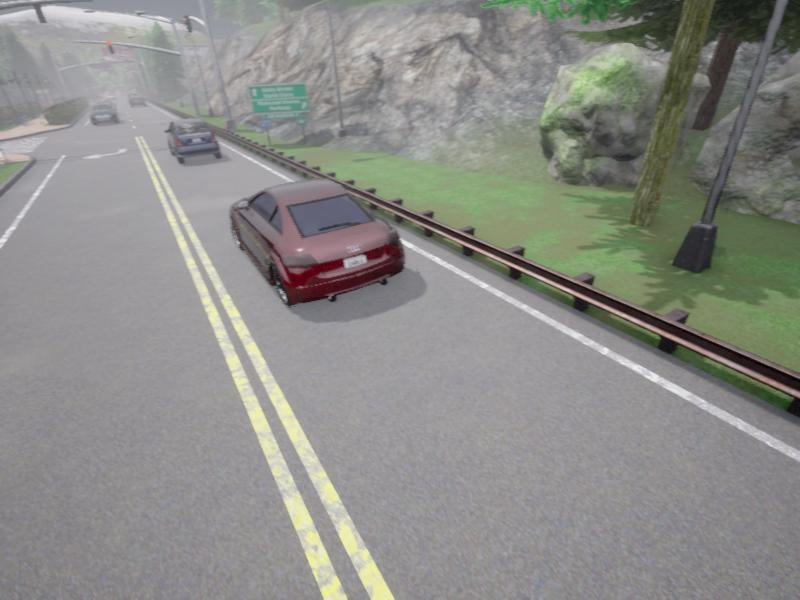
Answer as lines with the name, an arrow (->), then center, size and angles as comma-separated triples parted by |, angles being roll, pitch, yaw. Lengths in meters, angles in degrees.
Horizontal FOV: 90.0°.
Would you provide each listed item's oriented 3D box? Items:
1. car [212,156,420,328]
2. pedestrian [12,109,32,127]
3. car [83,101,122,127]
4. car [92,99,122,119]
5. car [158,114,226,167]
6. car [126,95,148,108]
car -> -1.671, -1.363, 6.982 | 1.994, 1.385, 4.181 | -19, 34, -26
pedestrian -> -33.056, -15.912, 34.973 | 0.751, 1.300, 0.751 | -20, 34, -27
car -> -25.781, -16.243, 34.865 | 2.033, 1.649, 4.856 | -18, 33, -24
car -> -31.699, -20.713, 43.300 | 2.128, 1.511, 4.902 | -20, 34, -26
car -> -8.964, -6.926, 17.148 | 1.789, 1.549, 3.705 | -20, 34, -26
car -> -38.531, -29.117, 58.563 | 2.163, 1.488, 4.792 | -20, 34, -26
